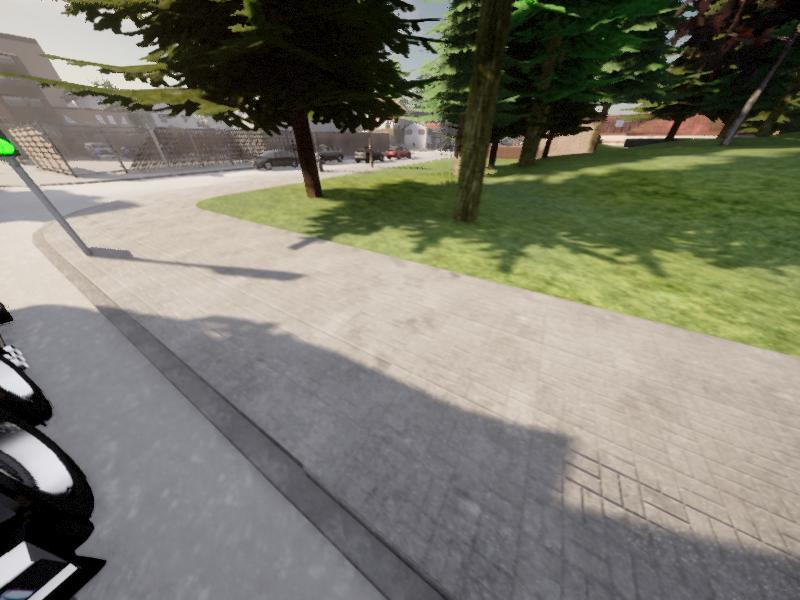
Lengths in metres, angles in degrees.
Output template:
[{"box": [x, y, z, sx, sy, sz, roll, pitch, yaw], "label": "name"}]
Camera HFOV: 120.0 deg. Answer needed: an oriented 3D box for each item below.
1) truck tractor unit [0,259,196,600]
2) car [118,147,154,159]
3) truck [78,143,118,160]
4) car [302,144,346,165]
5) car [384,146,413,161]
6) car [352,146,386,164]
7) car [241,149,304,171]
[{"box": [-5.101, -0.311, 0.794, 6.516, 4.208, 3.053, 19, 39, 25], "label": "truck tractor unit"}, {"box": [-42.096, -23.524, 36.813, 5.357, 1.415, 2.033, 19, 39, 25], "label": "car"}, {"box": [-44.269, -21.878, 33.919, 4.478, 2.038, 2.069, 19, 39, 25], "label": "truck"}, {"box": [-8.625, -16.963, 26.810, 1.932, 1.855, 4.605, 18, 39, 25], "label": "car"}, {"box": [-0.139, -20.359, 31.927, 2.007, 1.525, 4.514, 18, 39, 24], "label": "car"}, {"box": [-3.593, -17.229, 27.388, 1.851, 1.617, 3.988, 19, 39, 25], "label": "car"}, {"box": [-12.068, -13.573, 22.303, 1.837, 1.490, 4.892, 18, 39, 25], "label": "car"}]
